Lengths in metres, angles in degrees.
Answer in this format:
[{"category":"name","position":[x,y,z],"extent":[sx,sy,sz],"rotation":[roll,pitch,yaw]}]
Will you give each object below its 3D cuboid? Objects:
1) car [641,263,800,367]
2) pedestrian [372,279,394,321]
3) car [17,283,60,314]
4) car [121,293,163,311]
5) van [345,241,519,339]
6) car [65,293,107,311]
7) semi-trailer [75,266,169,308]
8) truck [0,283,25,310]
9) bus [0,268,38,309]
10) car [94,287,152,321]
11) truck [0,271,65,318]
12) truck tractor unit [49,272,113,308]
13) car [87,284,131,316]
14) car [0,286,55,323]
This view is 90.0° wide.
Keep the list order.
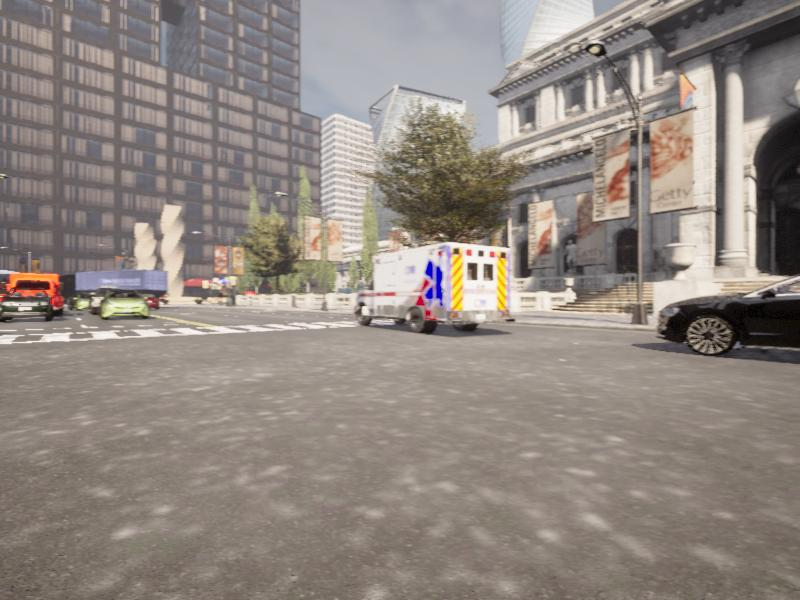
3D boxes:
[{"category":"car","position":[6.877,0.219,6.243],"extent":[2.128,1.511,4.902],"rotation":[0,0,-40]},{"category":"pedestrian","position":[-0.789,-0.002,18.539],"extent":[0.751,1.860,0.751],"rotation":[0,0,-41]},{"category":"car","position":[-26.697,-0.084,29.456],"extent":[2.150,2.045,5.566],"rotation":[0,0,-44]},{"category":"car","position":[-23.263,0.183,35.995],"extent":[4.792,1.488,2.163],"rotation":[0,0,44]},{"category":"van","position":[0.617,-0.251,13.190],"extent":[2.351,2.431,6.366],"rotation":[0,0,-32]},{"category":"car","position":[-27.689,0.164,35.231],"extent":[4.514,1.525,2.007],"rotation":[0,0,40]},{"category":"semi-trailer","position":[-32.241,-1.312,46.022],"extent":[14.254,4.402,2.717],"rotation":[0,0,28]},{"category":"truck","position":[-38.938,-0.324,38.217],"extent":[5.204,2.467,2.627],"rotation":[1,0,22]},{"category":"bus","position":[-46.540,-1.210,44.149],"extent":[10.273,4.253,3.944],"rotation":[0,-1,7]},{"category":"car","position":[-14.258,0.189,20.489],"extent":[2.007,1.525,4.514],"rotation":[0,0,-40]},{"category":"truck","position":[-21.412,-0.286,23.479],"extent":[2.627,2.467,5.204],"rotation":[0,0,-41]},{"category":"truck tractor unit","position":[-39.373,-1.214,49.407],"extent":[6.516,4.208,3.053],"rotation":[0,0,17]},{"category":"car","position":[-18.966,0.004,26.016],"extent":[1.932,1.855,4.605],"rotation":[0,0,-41]},{"category":"car","position":[-17.051,0.180,18.355],"extent":[1.789,1.549,3.705],"rotation":[0,0,-40]}]
